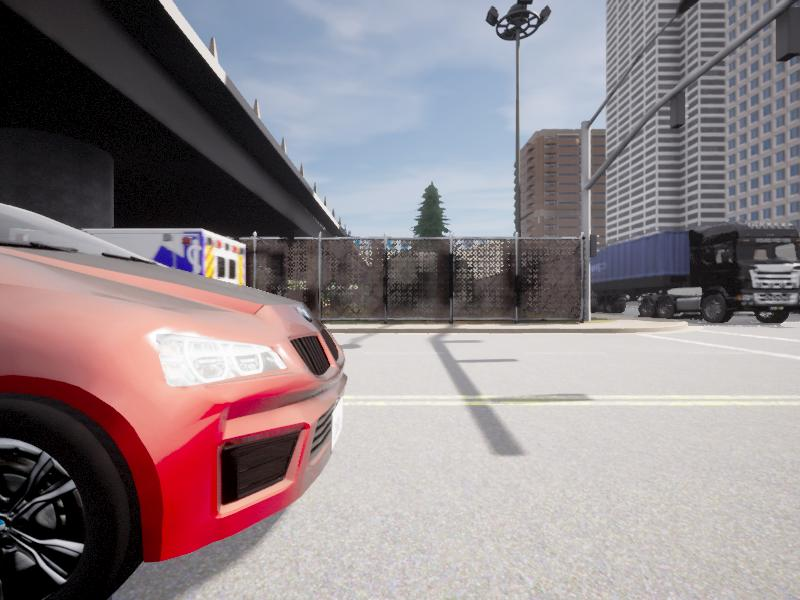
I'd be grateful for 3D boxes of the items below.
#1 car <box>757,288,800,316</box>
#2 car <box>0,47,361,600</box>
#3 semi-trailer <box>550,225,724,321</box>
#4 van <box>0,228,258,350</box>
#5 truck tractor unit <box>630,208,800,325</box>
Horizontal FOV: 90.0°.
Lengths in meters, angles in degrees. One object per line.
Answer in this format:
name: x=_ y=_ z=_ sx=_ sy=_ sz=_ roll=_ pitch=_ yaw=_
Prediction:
car: x=24.088 y=0.121 z=23.422 sx=2.033 sy=1.649 sz=4.856 roll=0 pitch=0 yaw=0
car: x=-2.621 y=0.156 z=2.179 sx=4.611 sy=1.667 sz=2.242 roll=0 pitch=0 yaw=0
semi-trailer: x=13.568 y=-1.275 z=25.530 sx=2.717 sy=4.402 sz=14.254 roll=0 pitch=0 yaw=0
van: x=-6.862 y=-0.222 z=9.203 sx=6.366 sy=2.431 sz=2.351 roll=0 pitch=0 yaw=0
truck tractor unit: x=13.544 y=-1.175 z=17.619 sx=3.053 sy=4.208 sz=6.516 roll=0 pitch=0 yaw=0
